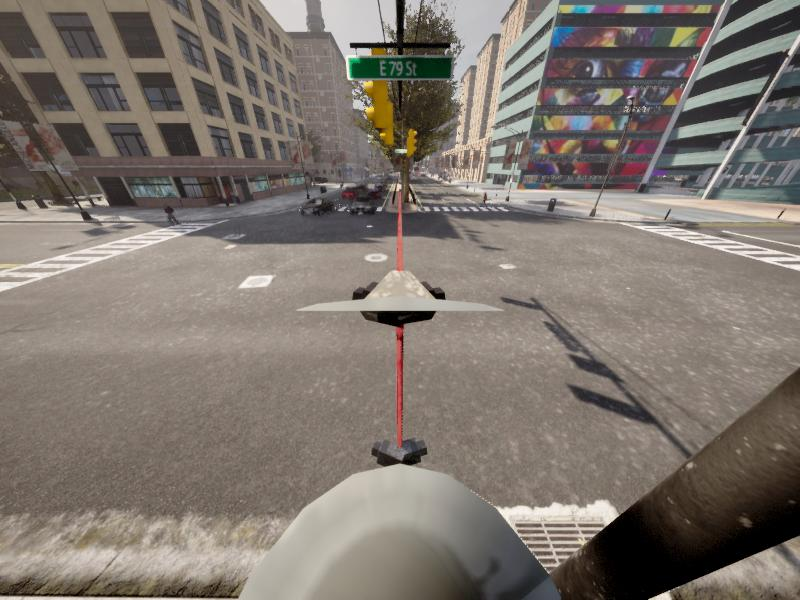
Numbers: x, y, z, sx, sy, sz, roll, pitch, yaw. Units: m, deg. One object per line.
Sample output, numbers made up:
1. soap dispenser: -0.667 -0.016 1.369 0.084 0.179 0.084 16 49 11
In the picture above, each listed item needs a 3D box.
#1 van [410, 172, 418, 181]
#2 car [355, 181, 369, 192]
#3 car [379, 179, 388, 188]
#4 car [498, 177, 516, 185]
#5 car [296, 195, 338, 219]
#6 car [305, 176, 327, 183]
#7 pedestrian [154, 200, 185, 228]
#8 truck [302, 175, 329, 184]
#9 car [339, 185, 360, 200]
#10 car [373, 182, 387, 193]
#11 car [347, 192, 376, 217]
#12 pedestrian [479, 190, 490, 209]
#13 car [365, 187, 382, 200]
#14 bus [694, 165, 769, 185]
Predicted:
1. van: 4.433 -40.330 75.431 2.351 2.431 6.366 0 30 0
2. car: -7.189 -21.511 43.765 1.837 1.490 4.892 0 30 0
3. car: -3.648 -26.061 51.539 1.851 1.617 3.988 0 30 0
4. car: 27.196 -30.383 58.961 2.161 1.482 4.786 0 30 0
5. car: -7.782 -9.082 22.293 1.812 1.442 4.674 5 31 7
6. car: -23.827 -34.247 65.742 5.366 1.575 1.801 -1 30 -2
7. pedestrian: -16.992 -6.346 17.089 0.751 1.860 0.751 0 30 -1
8. truck: -22.700 -32.692 62.533 6.274 2.098 2.390 -1 30 -1
9. car: -7.204 -15.685 33.646 2.007 1.525 4.514 0 30 0
10. car: -3.674 -20.902 42.694 2.128 1.511 4.902 0 30 0
11. car: -3.630 -9.490 22.771 2.242 1.667 4.611 -1 30 -1
12. pedestrian: 9.039 -10.784 24.775 0.751 1.860 0.751 3 30 5
13. car: -3.705 -15.383 33.282 1.994 1.385 4.181 0 30 0
14. bus: 85.491 -32.586 60.186 3.944 4.253 10.273 0 30 0
